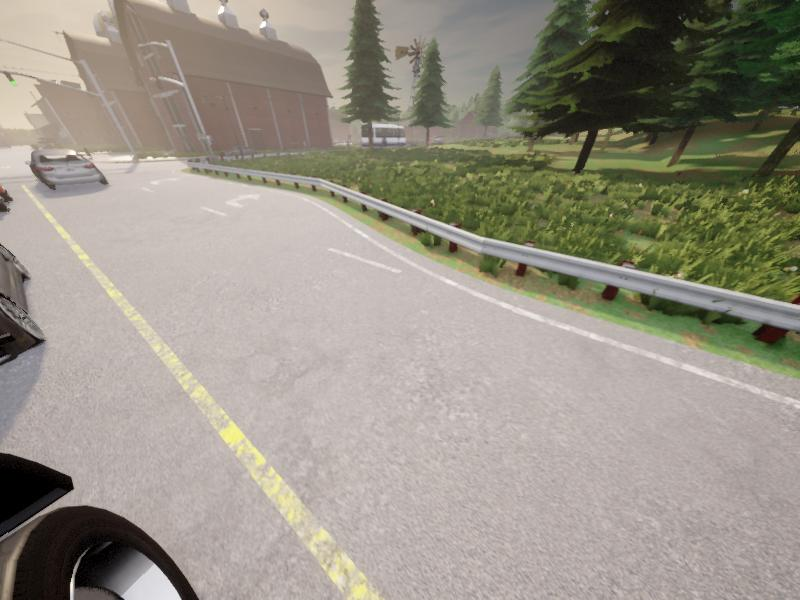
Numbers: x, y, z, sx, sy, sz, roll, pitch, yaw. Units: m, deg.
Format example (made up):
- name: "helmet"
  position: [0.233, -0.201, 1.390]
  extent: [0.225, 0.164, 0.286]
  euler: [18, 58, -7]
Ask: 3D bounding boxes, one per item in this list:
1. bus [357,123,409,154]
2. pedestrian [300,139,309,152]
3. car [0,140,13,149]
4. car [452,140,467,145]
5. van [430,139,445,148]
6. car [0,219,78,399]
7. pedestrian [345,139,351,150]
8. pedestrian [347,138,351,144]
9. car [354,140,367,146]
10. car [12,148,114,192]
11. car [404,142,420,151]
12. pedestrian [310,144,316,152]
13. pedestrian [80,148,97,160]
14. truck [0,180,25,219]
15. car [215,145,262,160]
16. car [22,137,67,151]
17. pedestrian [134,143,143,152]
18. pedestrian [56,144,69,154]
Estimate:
- name: "bus"
  position: [-2.829, -30.340, 43.393]
  extent: [3.944, 4.253, 10.273]
  euler: [22, 41, 28]
- name: "pedestrian"
  position: [-16.159, -26.249, 39.271]
  extent: [0.751, 1.860, 0.751]
  euler: [19, 39, 25]
- name: "car"
  position: [-86.366, -33.782, 50.097]
  extent: [3.705, 1.549, 1.789]
  euler: [21, 40, 27]
- name: "car"
  position: [23.351, -61.789, 90.612]
  extent: [5.008, 1.535, 1.882]
  euler: [22, 41, 28]
- name: "van"
  position: [10.437, -43.661, 64.334]
  extent: [2.069, 2.038, 4.480]
  euler: [22, 41, 28]
- name: "car"
  position: [-6.499, -0.148, 2.786]
  extent: [4.902, 1.511, 2.128]
  euler: [22, 41, 28]
- name: "pedestrian"
  position: [-10.304, -30.740, 45.689]
  extent: [0.751, 1.860, 0.751]
  euler: [21, 40, 27]
- name: "pedestrian"
  position: [-18.571, -57.865, 84.201]
  extent: [0.751, 1.860, 0.751]
  euler: [-19, 40, -26]
- name: "car"
  position: [-12.925, -51.843, 76.307]
  extent: [1.816, 1.474, 4.193]
  euler: [22, 40, 28]
- name: "car"
  position: [-18.663, -7.351, 12.815]
  extent: [4.611, 1.667, 2.242]
  euler: [21, 40, 27]
- name: "car"
  position: [2.631, -33.576, 50.391]
  extent: [1.845, 1.501, 3.633]
  euler: [22, 41, 28]
- name: "pedestrian"
  position: [-15.055, -26.256, 39.948]
  extent: [0.500, 1.100, 0.500]
  euler: [18, 39, 24]
- name: "pedestrian"
  position: [-33.269, -15.619, 24.674]
  extent: [0.500, 1.100, 0.500]
  euler: [1, 35, 1]
- name: "truck"
  position: [-15.916, -4.171, 7.625]
  extent: [5.204, 2.467, 2.627]
  euler: [21, 40, 27]
- name: "car"
  position: [-20.074, -18.458, 28.907]
  extent: [1.994, 1.385, 4.181]
  euler: [22, 41, 28]
- name: "car"
  position: [-64.740, -28.482, 42.121]
  extent: [3.866, 1.878, 1.905]
  euler: [-6, 41, -6]
- name: "pedestrian"
  position: [-40.307, -23.450, 35.558]
  extent: [0.500, 1.100, 0.500]
  euler: [-28, 44, -34]
- name: "pedestrian"
  position: [-49.065, -21.961, 33.597]
  extent: [0.500, 1.100, 0.500]
  euler: [19, 39, 25]
